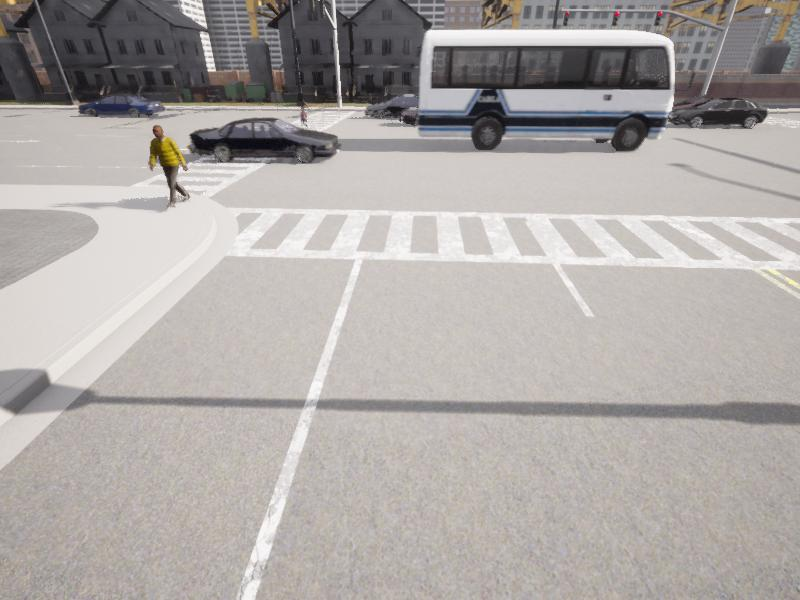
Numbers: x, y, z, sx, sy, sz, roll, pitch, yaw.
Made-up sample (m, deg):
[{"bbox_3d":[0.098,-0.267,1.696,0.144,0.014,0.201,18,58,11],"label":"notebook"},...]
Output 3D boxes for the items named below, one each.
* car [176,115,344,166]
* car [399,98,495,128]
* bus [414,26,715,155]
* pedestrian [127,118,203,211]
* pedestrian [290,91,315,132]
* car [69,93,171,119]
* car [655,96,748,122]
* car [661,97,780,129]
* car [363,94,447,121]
[{"bbox_3d":[-4.975,-5.961,14.846,5.357,1.411,2.033,2,30,3],"label":"car"},{"bbox_3d":[2.684,-11.063,23.583,5.357,1.411,2.033,1,30,3],"label":"car"},{"bbox_3d":[5.814,-8.741,16.773,10.273,4.253,3.944,2,30,3],"label":"bus"},{"bbox_3d":[-5.227,-3.032,9.018,0.751,1.860,0.751,2,30,3],"label":"pedestrian"},{"bbox_3d":[-5.181,-10.059,21.354,0.751,1.860,0.751,12,32,19],"label":"pedestrian"},{"bbox_3d":[-19.184,-13.408,27.599,5.357,1.411,2.033,2,30,3],"label":"car"},{"bbox_3d":[19.358,-12.379,25.862,4.181,1.385,1.994,1,30,3],"label":"car"},{"bbox_3d":[18.129,-10.697,22.857,4.892,1.490,1.837,1,30,3],"label":"car"},{"bbox_3d":[0.366,-12.891,26.715,5.357,1.411,2.033,2,30,3],"label":"car"}]
